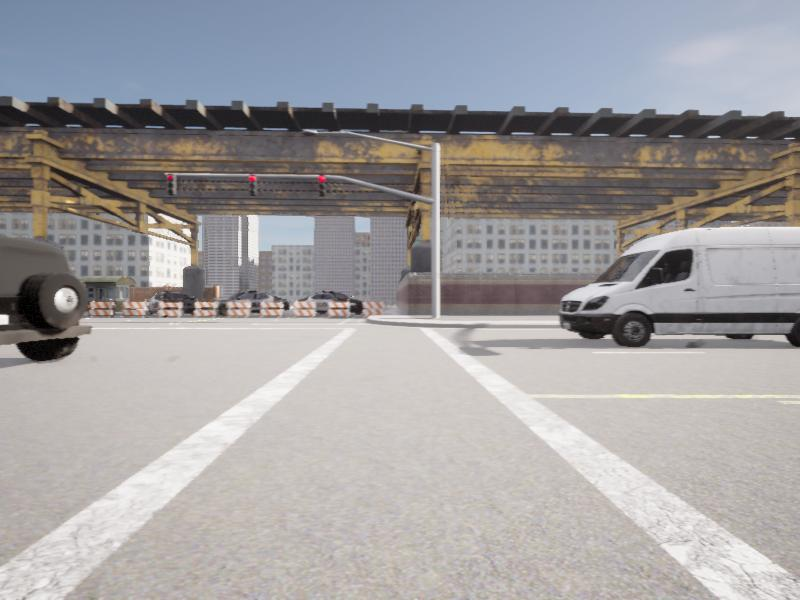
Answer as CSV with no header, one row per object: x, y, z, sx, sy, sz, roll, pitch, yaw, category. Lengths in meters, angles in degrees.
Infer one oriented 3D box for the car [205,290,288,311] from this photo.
-9.620,0.034,25.178,4.536,1.218,1.853,0,0,-36,car

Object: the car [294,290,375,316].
-4.295,0.194,25.936,4.974,1.542,2.038,0,0,29,car

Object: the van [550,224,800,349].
6.791,-0.274,9.209,5.915,2.561,1.988,0,0,0,van

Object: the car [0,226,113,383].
-6.717,0.043,5.703,3.866,1.878,1.905,0,0,0,car

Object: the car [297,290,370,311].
-4.340,0.037,25.960,4.536,1.218,1.853,0,0,29,car

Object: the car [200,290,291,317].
-9.661,0.191,25.147,4.974,1.542,2.038,0,0,-36,car

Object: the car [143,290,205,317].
-14.269,0.189,25.136,4.974,1.542,2.038,0,0,44,car
